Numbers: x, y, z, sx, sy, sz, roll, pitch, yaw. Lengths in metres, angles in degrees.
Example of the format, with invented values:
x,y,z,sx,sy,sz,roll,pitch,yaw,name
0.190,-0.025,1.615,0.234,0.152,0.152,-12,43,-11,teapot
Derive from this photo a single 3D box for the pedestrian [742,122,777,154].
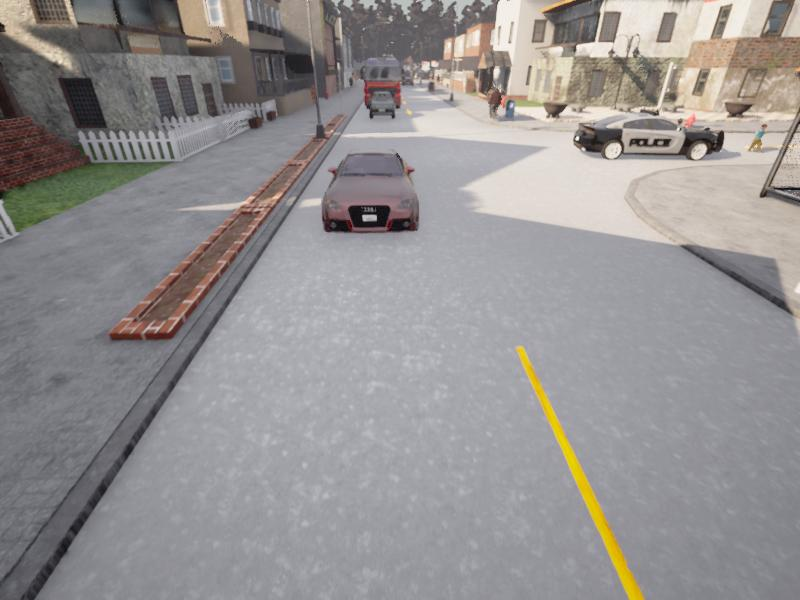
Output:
x,y,z,sx,sy,sz,roll,pitch,yaw,name
14.252,-6.427,15.880,0.500,1.100,0.500,-3,30,-5,pedestrian

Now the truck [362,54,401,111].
x,y,z,sx,sy,sz,roll,pitch,yaw,name
-1.455,-18.499,33.846,2.891,3.827,8.468,-1,31,-1,truck

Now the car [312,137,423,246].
x,y,z,sx,sy,sz,roll,pitch,yaw,name
-0.638,-2.732,9.319,1.994,1.385,4.181,-1,30,-1,car

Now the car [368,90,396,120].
x,y,z,sx,sy,sz,roll,pitch,yaw,name
-1.210,-13.344,27.286,1.789,1.549,3.705,-1,30,-2,car

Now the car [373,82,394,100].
x,y,z,sx,sy,sz,roll,pitch,yaw,name
-1.755,-22.956,43.798,2.163,1.488,4.792,-1,30,-1,car

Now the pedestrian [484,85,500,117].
x,y,z,sx,sy,sz,roll,pitch,yaw,name
6.010,-13.013,26.157,0.751,1.860,0.751,4,31,6,pedestrian

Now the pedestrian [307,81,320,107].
x,y,z,sx,sy,sz,roll,pitch,yaw,name
-7.161,-17.064,33.081,0.751,1.860,0.751,-2,30,-3,pedestrian

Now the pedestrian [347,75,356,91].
x,y,z,sx,sy,sz,roll,pitch,yaw,name
-6.435,-28.843,53.228,0.751,1.860,0.751,17,34,27,pedestrian

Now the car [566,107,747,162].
x,y,z,sx,sy,sz,roll,pitch,yaw,name
9.439,-6.330,15.219,5.238,1.638,1.930,2,30,3,car

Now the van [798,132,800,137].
x,y,z,sx,sy,sz,roll,pitch,yaw,name
23.043,-8.881,18.714,5.915,2.561,1.988,0,30,-1,van

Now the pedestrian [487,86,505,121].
x,y,z,sx,sy,sz,roll,pitch,yaw,name
5.840,-11.997,24.418,0.751,1.860,0.751,3,30,5,pedestrian
